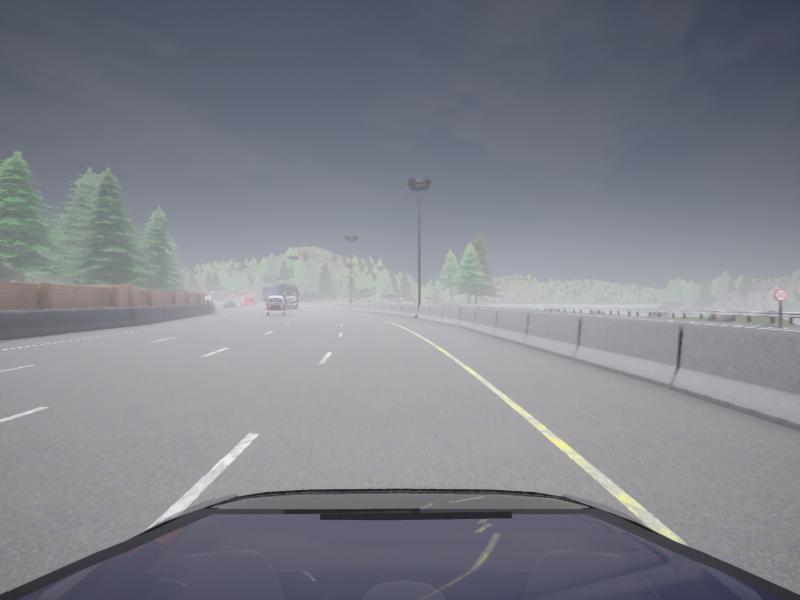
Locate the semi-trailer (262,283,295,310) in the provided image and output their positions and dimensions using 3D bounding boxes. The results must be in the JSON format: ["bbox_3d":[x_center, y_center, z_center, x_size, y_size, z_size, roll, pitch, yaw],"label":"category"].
[{"bbox_3d":[-22.603,-0.579,73.471,2.717,4.402,14.254,0,0,-29],"label":"semi-trailer"}]

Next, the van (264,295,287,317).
[{"bbox_3d":[-12.533,0.596,40.471,2.069,2.038,4.480,1,0,-16],"label":"van"}]

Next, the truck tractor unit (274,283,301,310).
[{"bbox_3d":[-18.794,-0.486,66.531,3.053,4.208,6.516,0,0,-26],"label":"truck tractor unit"}]

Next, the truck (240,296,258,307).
[{"bbox_3d":[-35.025,0.397,92.757,2.627,2.467,5.204,1,1,-37],"label":"truck"}]
